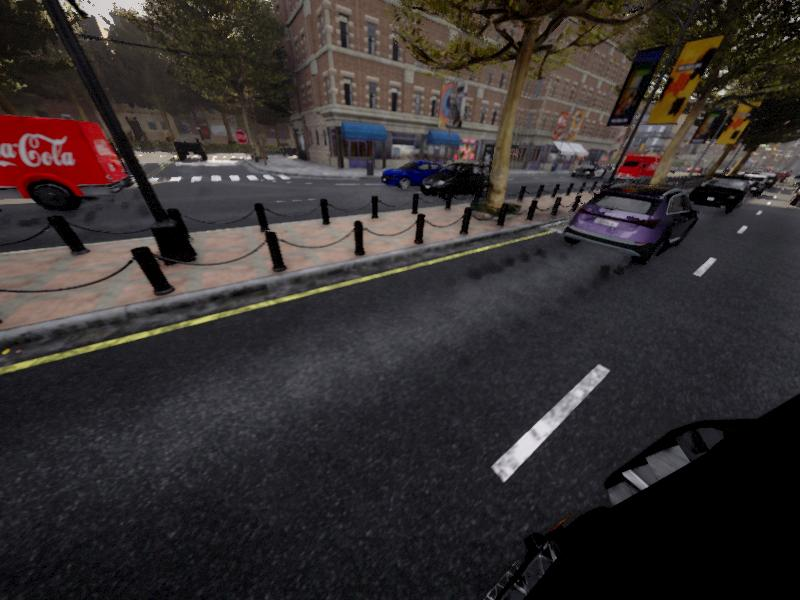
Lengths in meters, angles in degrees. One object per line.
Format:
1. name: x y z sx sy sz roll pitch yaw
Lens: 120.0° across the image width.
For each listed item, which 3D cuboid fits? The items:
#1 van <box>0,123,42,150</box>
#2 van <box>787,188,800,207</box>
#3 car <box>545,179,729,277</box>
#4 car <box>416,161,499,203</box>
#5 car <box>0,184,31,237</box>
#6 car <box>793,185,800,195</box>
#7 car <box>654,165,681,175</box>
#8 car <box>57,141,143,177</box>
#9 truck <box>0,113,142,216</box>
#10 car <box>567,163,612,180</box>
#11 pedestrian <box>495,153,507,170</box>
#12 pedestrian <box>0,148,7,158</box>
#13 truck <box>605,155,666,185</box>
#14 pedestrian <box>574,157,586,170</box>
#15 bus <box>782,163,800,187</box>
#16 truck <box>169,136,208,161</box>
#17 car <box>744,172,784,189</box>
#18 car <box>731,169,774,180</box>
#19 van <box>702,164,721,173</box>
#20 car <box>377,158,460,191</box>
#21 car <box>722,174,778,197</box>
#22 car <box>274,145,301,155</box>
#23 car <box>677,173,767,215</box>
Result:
1. van: -46.064 -18.131 25.467 6.366 2.431 2.351 -18 39 -29
2. van: 29.604 -7.877 15.850 5.915 2.561 1.988 -18 39 -29
3. car: 6.690 -2.333 6.518 4.856 1.649 2.033 -17 39 -29
4. car: 3.062 -6.429 12.430 3.988 1.617 1.851 -18 39 -28
5. car: -11.892 -1.721 3.764 5.566 2.045 2.150 -18 39 -29
6. car: 40.681 -10.991 22.535 4.718 1.301 1.895 -18 39 -28
7. car: 52.791 -25.809 45.743 1.994 1.385 4.181 17 36 20
8. car: -18.299 -8.860 14.418 1.851 1.617 3.988 -16 38 -26
9. truck: -12.267 -4.083 6.912 5.204 2.467 2.627 -18 39 -28
10. car: 21.847 -14.849 26.663 4.974 1.542 2.038 -18 39 -29
11. pedestrian: 13.510 -18.542 30.950 0.751 1.860 0.751 -16 38 -27
12. pedestrian: -30.178 -11.425 16.803 0.751 1.860 0.751 -27 44 -37
13. truck: 25.290 -14.048 24.870 5.204 2.467 2.627 -18 39 -29
14. pedestrian: 31.185 -23.648 40.030 0.751 1.860 0.751 -16 38 -26
15. bus: 61.142 -18.403 32.644 10.273 4.253 3.944 -11 34 -19
16. truck: -23.168 -16.826 25.592 2.390 2.098 6.274 -19 39 -29
17. car: 42.780 -14.074 27.163 4.892 1.490 1.837 -18 39 -29
18. car: 67.320 -24.095 44.202 3.806 1.475 1.970 19 37 23
19. van: 82.822 -34.971 61.339 4.442 1.987 1.775 -18 39 -28
20. car: 1.220 -8.170 14.972 5.008 1.535 1.882 -17 38 -27
21. car: 30.706 -10.118 20.273 3.806 1.475 1.970 -18 39 -29
22. car: -21.197 -28.159 43.483 4.181 1.385 1.994 -17 38 -27
23. car: 18.518 -6.203 13.269 5.238 1.638 1.930 -18 39 -28
